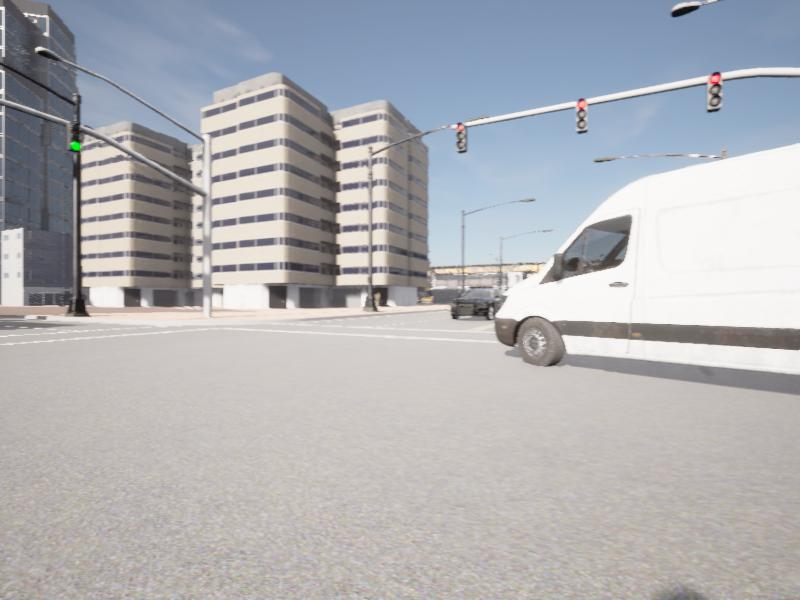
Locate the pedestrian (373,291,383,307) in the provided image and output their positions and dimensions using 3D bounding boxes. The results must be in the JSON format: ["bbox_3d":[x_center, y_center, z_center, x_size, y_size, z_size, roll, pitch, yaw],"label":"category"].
[{"bbox_3d":[-2.513,-0.116,45.624,0.751,1.860,0.751,0,0,43],"label":"pedestrian"}]

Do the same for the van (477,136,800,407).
[{"bbox_3d":[3.993,-0.292,5.016,1.988,2.561,5.915,-2,2,-42],"label":"van"}]

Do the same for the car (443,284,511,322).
[{"bbox_3d":[3.969,0.117,19.748,1.930,1.638,5.238,0,0,27],"label":"car"}]
